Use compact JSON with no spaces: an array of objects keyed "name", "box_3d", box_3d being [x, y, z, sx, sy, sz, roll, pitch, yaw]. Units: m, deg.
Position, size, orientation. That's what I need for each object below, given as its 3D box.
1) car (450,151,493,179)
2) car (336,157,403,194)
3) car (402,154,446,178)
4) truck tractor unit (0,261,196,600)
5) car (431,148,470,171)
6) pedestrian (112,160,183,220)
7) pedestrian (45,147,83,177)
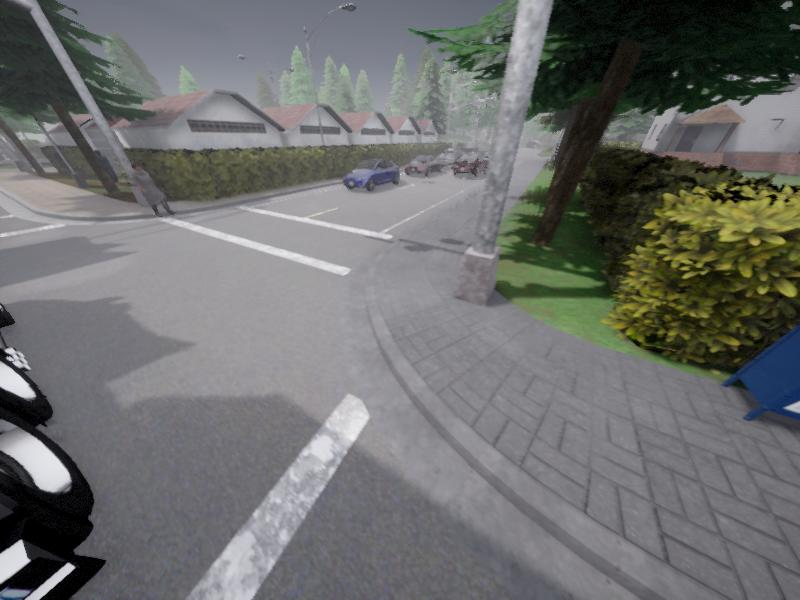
[{"name":"car","box_3d":[5.942,-11.135,18.903,1.882,1.535,5.008,18,39,25]},{"name":"car","box_3d":[-1.640,-7.669,14.029,1.816,1.474,4.193,18,39,25]},{"name":"car","box_3d":[2.053,-11.217,19.189,1.994,1.385,4.181,19,39,25]},{"name":"truck tractor unit","box_3d":[-5.121,-0.284,0.815,6.516,4.208,3.053,18,39,25]},{"name":"car","box_3d":[5.231,-14.458,23.596,2.152,1.651,5.027,18,39,24]},{"name":"pedestrian","box_3d":[-9.047,-3.969,8.385,0.751,1.860,0.751,8,36,12]},{"name":"pedestrian","box_3d":[-25.315,-10.422,17.430,0.751,1.860,0.751,19,39,25]}]
